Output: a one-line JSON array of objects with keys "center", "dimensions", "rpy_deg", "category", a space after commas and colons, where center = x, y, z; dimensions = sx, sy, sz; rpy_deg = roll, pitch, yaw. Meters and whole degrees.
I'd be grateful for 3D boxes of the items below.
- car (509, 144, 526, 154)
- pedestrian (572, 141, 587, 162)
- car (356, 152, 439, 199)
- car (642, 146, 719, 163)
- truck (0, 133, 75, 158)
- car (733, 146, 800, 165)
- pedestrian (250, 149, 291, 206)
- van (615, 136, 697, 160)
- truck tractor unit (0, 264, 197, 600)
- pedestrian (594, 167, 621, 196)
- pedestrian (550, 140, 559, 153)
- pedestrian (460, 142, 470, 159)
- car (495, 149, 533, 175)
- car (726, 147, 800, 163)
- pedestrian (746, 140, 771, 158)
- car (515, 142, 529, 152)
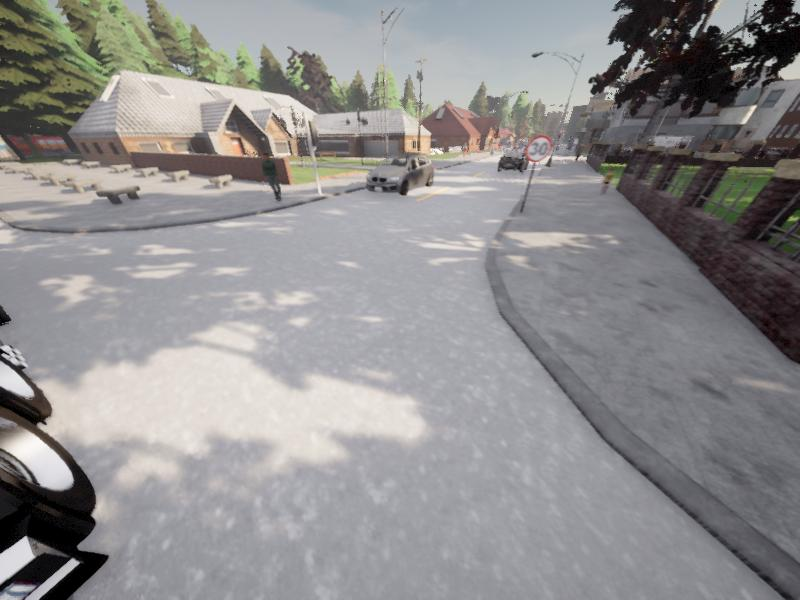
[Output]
[{"center": [22.516, -28.975, 44.232], "dimensions": [1.994, 1.385, 4.181], "rpy_deg": [18, 39, 24], "category": "car"}, {"center": [19.848, -16.437, 25.587], "dimensions": [0.751, 1.860, 0.751], "rpy_deg": [18, 39, 24], "category": "pedestrian"}, {"center": [0.103, -6.865, 12.407], "dimensions": [2.242, 1.667, 4.611], "rpy_deg": [18, 39, 25], "category": "car"}, {"center": [32.223, -16.958, 26.851], "dimensions": [5.357, 1.411, 2.033], "rpy_deg": [19, 39, 26], "category": "car"}, {"center": [-71.558, -30.104, 44.968], "dimensions": [2.891, 3.827, 8.468], "rpy_deg": [18, 39, 24], "category": "truck"}, {"center": [38.068, -14.947, 23.788], "dimensions": [3.633, 1.501, 1.845], "rpy_deg": [17, 38, 23], "category": "car"}, {"center": [-5.068, -4.833, 9.131], "dimensions": [0.751, 1.860, 0.751], "rpy_deg": [-25, 42, -31], "category": "pedestrian"}, {"center": [32.765, -19.761, 29.970], "dimensions": [6.366, 2.431, 2.351], "rpy_deg": [18, 39, 24], "category": "van"}, {"center": [-5.115, -0.296, 0.780], "dimensions": [6.516, 4.208, 3.053], "rpy_deg": [18, 39, 24], "category": "truck tractor unit"}, {"center": [9.371, -5.382, 10.465], "dimensions": [0.500, 1.100, 0.500], "rpy_deg": [18, 39, 24], "category": "pedestrian"}, {"center": [27.186, -26.985, 40.697], "dimensions": [0.751, 1.860, 0.751], "rpy_deg": [25, 42, 31], "category": "pedestrian"}, {"center": [8.462, -19.527, 30.133], "dimensions": [0.751, 1.860, 0.751], "rpy_deg": [19, 39, 26], "category": "pedestrian"}, {"center": [9.662, -11.780, 19.496], "dimensions": [1.882, 1.535, 5.008], "rpy_deg": [18, 39, 25], "category": "car"}, {"center": [41.264, -16.445, 26.114], "dimensions": [4.718, 1.301, 1.895], "rpy_deg": [19, 39, 25], "category": "car"}, {"center": [44.677, -18.870, 28.847], "dimensions": [0.751, 1.860, 0.751], "rpy_deg": [24, 42, 31], "category": "pedestrian"}, {"center": [25.997, -32.575, 49.164], "dimensions": [1.851, 1.617, 3.988], "rpy_deg": [18, 39, 25], "category": "car"}]
